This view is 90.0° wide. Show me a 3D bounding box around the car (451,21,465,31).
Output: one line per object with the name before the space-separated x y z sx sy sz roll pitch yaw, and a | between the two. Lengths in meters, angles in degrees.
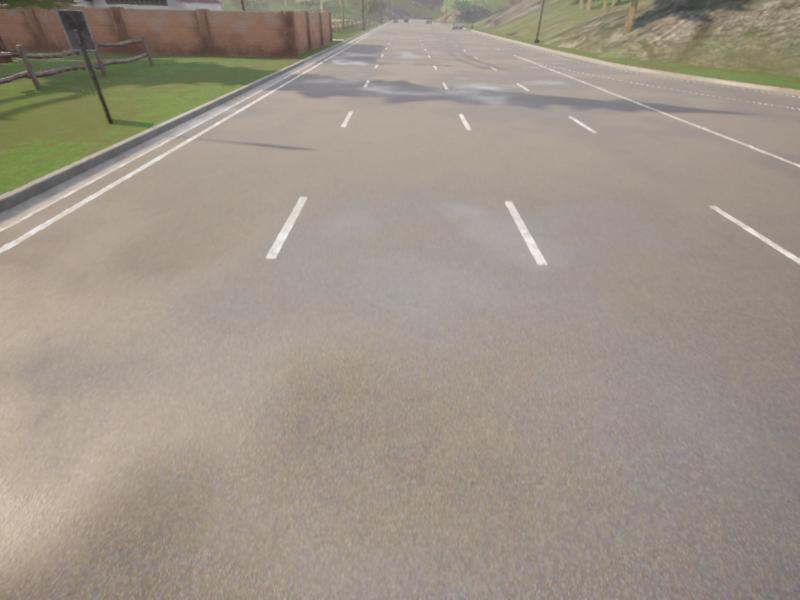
car | 11.707 -55.354 80.871 2.128 1.511 4.902 1 36 0
